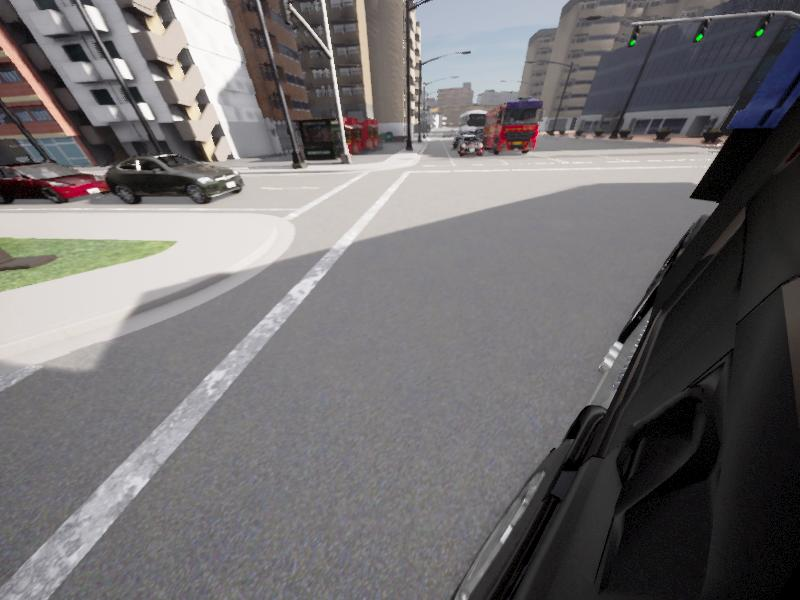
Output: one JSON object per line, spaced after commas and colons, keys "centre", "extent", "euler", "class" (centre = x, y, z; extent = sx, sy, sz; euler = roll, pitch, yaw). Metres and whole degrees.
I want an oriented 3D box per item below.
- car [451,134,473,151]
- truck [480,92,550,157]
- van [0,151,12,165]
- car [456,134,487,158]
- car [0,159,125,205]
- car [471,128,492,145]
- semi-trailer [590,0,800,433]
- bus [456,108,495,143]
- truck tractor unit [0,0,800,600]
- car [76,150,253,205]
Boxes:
{"centre": [7.153, -18.427, 26.913], "extent": [1.994, 1.385, 4.181], "euler": [3, 37, 7], "class": "car"}
{"centre": [9.796, -15.782, 21.084], "extent": [2.891, 3.827, 8.468], "euler": [3, 37, 7], "class": "truck"}
{"centre": [-53.763, -17.891, 28.930], "extent": [2.069, 2.038, 4.480], "euler": [3, 37, 7], "class": "van"}
{"centre": [6.056, -13.414, 20.060], "extent": [1.970, 1.475, 3.806], "euler": [3, 37, 7], "class": "car"}
{"centre": [-16.333, -5.405, 10.571], "extent": [4.792, 1.488, 2.163], "euler": [3, 37, 7], "class": "car"}
{"centre": [11.540, -23.384, 33.010], "extent": [1.905, 1.878, 3.866], "euler": [2, 36, 7], "class": "car"}
{"centre": [9.212, -3.186, 3.656], "extent": [14.254, 4.402, 2.717], "euler": [-22, 40, -24], "class": "semi-trailer"}
{"centre": [12.720, -30.345, 40.498], "extent": [3.944, 4.253, 10.273], "euler": [0, 35, 3], "class": "bus"}
{"centre": [2.645, -0.295, 0.351], "extent": [6.516, 4.208, 3.053], "euler": [-28, 44, -30], "class": "truck tractor unit"}
{"centre": [-9.465, -5.115, 9.660], "extent": [5.027, 1.651, 2.152], "euler": [3, 37, 7], "class": "car"}
